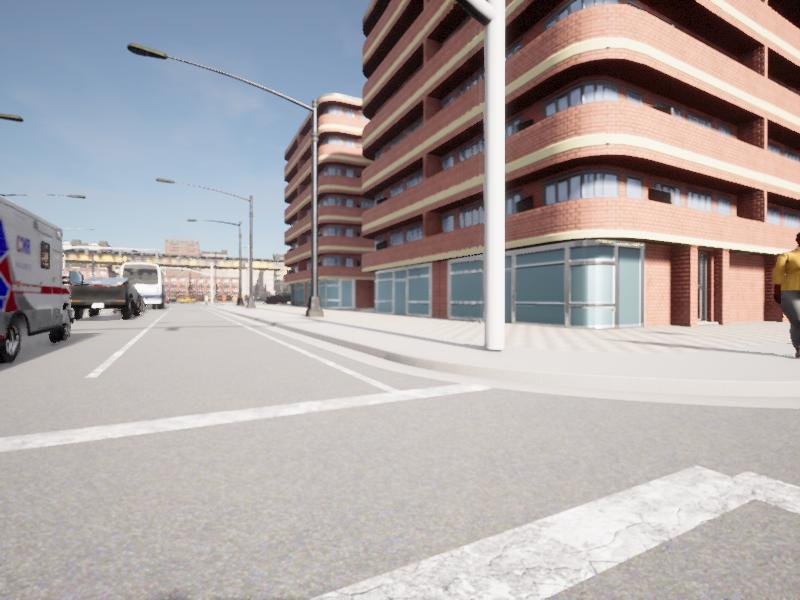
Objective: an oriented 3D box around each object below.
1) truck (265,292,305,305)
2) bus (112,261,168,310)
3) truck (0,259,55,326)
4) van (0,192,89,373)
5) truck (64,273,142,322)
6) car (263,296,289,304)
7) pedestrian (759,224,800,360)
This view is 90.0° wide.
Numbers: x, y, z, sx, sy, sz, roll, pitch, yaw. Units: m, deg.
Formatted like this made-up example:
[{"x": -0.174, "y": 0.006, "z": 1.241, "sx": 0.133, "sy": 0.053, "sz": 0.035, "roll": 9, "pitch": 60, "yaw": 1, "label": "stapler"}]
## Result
[{"x": -20.143, "y": -0.313, "z": 70.221, "sx": 6.274, "sy": 2.098, "sz": 2.390, "roll": -1, "pitch": 0, "yaw": -27, "label": "truck"}, {"x": -25.957, "y": -1.232, "z": 40.516, "sx": 3.944, "sy": 4.253, "sz": 10.273, "roll": 0, "pitch": -1, "yaw": -29, "label": "bus"}, {"x": -16.751, "y": -0.296, "z": 16.575, "sx": 2.627, "sy": 2.467, "sz": 5.204, "roll": 0, "pitch": 0, "yaw": -28, "label": "truck"}, {"x": -7.466, "y": -0.246, "z": 6.805, "sx": 2.351, "sy": 2.431, "sz": 6.366, "roll": 0, "pitch": 0, "yaw": -28, "label": "van"}, {"x": -15.015, "y": -0.110, "z": 20.661, "sx": 2.390, "sy": 2.098, "sz": 6.274, "roll": 0, "pitch": 0, "yaw": -28, "label": "truck"}, {"x": -22.621, "y": 0.048, "z": 72.878, "sx": 4.181, "sy": 1.385, "sz": 1.994, "roll": -1, "pitch": 0, "yaw": -27, "label": "car"}, {"x": 5.853, "y": -0.108, "z": 5.763, "sx": 0.751, "sy": 1.860, "sz": 0.751, "roll": 0, "pitch": 0, "yaw": 16, "label": "pedestrian"}]
